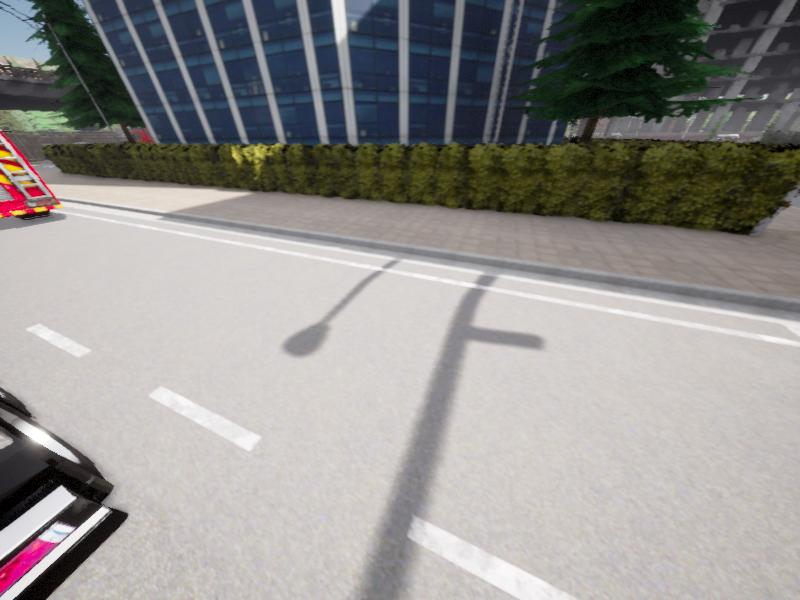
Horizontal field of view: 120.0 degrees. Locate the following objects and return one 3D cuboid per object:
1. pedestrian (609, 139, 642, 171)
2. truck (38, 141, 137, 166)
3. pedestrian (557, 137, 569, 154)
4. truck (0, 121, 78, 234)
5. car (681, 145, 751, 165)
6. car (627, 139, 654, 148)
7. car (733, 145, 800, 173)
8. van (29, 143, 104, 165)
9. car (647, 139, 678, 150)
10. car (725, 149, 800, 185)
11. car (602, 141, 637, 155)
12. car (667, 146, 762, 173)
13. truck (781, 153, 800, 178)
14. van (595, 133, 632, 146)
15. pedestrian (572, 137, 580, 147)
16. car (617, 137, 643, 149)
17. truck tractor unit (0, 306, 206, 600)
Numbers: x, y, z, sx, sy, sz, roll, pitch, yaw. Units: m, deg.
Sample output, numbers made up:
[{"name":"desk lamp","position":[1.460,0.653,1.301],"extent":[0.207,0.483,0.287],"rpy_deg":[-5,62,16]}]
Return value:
[{"name":"pedestrian","position":[15.473,-9.964,15.900],"extent":[0.751,1.860,0.751],"rpy_deg":[12,37,18]},{"name":"truck","position":[-36.271,-17.384,27.236],"extent":[2.390,2.098,6.274],"rpy_deg":[12,37,18]},{"name":"pedestrian","position":[21.766,-20.612,30.881],"extent":[0.751,1.860,0.751],"rpy_deg":[18,39,25]},{"name":"truck","position":[-15.930,-4.516,7.289],"extent":[8.468,3.827,2.891],"rpy_deg":[12,37,18]},{"name":"car","position":[29.750,-13.928,22.021],"extent":[1.994,1.385,4.181],"rpy_deg":[12,37,17]},{"name":"car","position":[48.949,-31.929,47.064],"extent":[1.882,1.535,5.008],"rpy_deg":[12,37,17]},{"name":"car","position":[27.289,-10.229,16.680],"extent":[1.845,1.501,3.633],"rpy_deg":[12,37,17]},{"name":"van","position":[-39.791,-17.660,27.780],"extent":[1.775,1.987,4.442],"rpy_deg":[12,37,18]},{"name":"car","position":[45.858,-27.179,40.437],"extent":[1.970,1.475,3.806],"rpy_deg":[12,37,17]},{"name":"car","position":[21.942,-7.728,13.269],"extent":[1.970,1.475,3.806],"rpy_deg":[12,37,17]},{"name":"car","position":[31.140,-21.796,32.995],"extent":[1.882,1.535,5.008],"rpy_deg":[12,37,17]},{"name":"car","position":[24.231,-11.193,18.212],"extent":[2.033,1.411,5.357],"rpy_deg":[12,37,17]},{"name":"truck","position":[24.588,-7.067,10.255],"extent":[2.891,3.827,8.468],"rpy_deg":[12,37,17]},{"name":"van","position":[52.468,-39.609,56.978],"extent":[5.915,2.561,1.988],"rpy_deg":[12,37,17]},{"name":"pedestrian","position":[39.594,-35.494,51.939],"extent":[0.751,1.860,0.751],"rpy_deg":[14,38,19]},{"name":"car","position":[43.953,-30.129,44.285],"extent":[1.905,1.878,3.866],"rpy_deg":[12,36,17]},{"name":"truck tractor unit","position":[-5.230,-0.160,0.593],"extent":[6.516,4.208,3.053],"rpy_deg":[13,37,18]}]
